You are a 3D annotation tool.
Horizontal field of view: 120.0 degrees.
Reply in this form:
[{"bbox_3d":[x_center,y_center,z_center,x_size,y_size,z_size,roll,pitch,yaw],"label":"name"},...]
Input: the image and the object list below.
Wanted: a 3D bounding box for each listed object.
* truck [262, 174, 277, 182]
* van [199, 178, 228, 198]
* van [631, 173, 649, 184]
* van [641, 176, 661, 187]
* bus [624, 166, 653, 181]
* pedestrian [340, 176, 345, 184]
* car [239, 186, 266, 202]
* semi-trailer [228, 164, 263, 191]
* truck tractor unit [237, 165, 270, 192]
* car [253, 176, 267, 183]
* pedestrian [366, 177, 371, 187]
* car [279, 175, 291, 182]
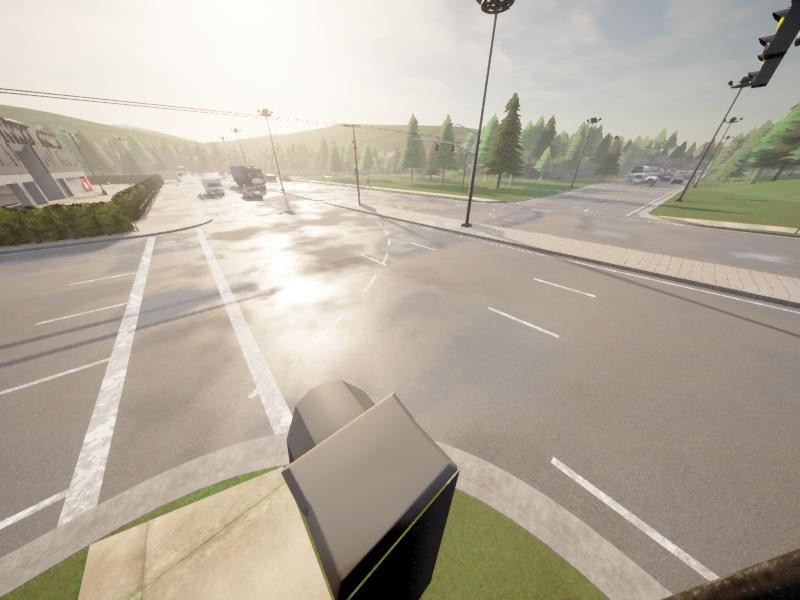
[{"bbox_3d":[-41.315,-38.741,73.107,2.390,2.098,6.274,-23,37,-35],"label":"truck"},{"bbox_3d":[-29.448,-17.785,36.482,2.351,2.431,6.366,-23,37,-34],"label":"van"},{"bbox_3d":[65.349,-33.123,62.894,5.915,2.561,1.988,-23,37,-34],"label":"van"},{"bbox_3d":[59.800,-28.293,55.073,4.480,2.038,2.069,-23,37,-34],"label":"van"},{"bbox_3d":[78.474,-41.692,76.057,10.273,4.253,3.944,-23,37,-34],"label":"bus"},{"bbox_3d":[-14.521,-30.412,58.568,0.751,1.860,0.751,-22,37,-33],"label":"pedestrian"},{"bbox_3d":[-21.051,-15.183,32.865,2.038,1.542,4.974,-23,38,-34],"label":"car"},{"bbox_3d":[-32.984,-26.139,48.963,2.717,4.402,14.254,-23,37,-34],"label":"semi-trailer"},{"bbox_3d":[-27.869,-23.034,43.783,3.053,4.208,6.516,-23,37,-34],"label":"truck tractor unit"},{"bbox_3d":[-42.327,-36.444,69.607,2.152,1.651,5.027,-23,37,-35],"label":"car"},{"bbox_3d":[-6.926,-25.919,50.785,0.751,1.860,0.751,-22,36,-33],"label":"pedestrian"},{"bbox_3d":[-36.140,-38.213,72.686,1.851,1.617,3.988,-23,37,-35],"label":"car"}]
